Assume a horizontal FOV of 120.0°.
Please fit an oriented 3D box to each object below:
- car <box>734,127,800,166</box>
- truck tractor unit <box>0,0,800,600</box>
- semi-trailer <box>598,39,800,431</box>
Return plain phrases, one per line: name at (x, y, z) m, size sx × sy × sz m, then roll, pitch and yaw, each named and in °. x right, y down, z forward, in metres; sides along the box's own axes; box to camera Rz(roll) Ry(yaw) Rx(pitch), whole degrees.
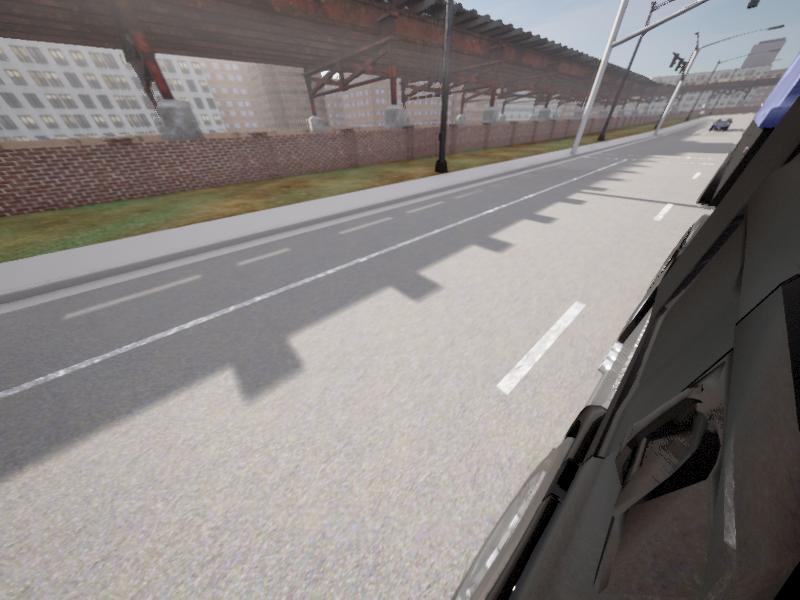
car at (20.602, -8.216, 12.234) m, size 4.181 × 1.385 × 1.994 m, roll -18°, pitch 39°, yaw -19°
truck tractor unit at (2.645, -0.295, 0.352) m, size 6.516 × 4.208 × 3.053 m, roll -28°, pitch 44°, yaw -30°
semi-trailer at (8.695, -3.601, 4.241) m, size 14.254 × 4.402 × 2.717 m, roll -28°, pitch 44°, yaw -30°
